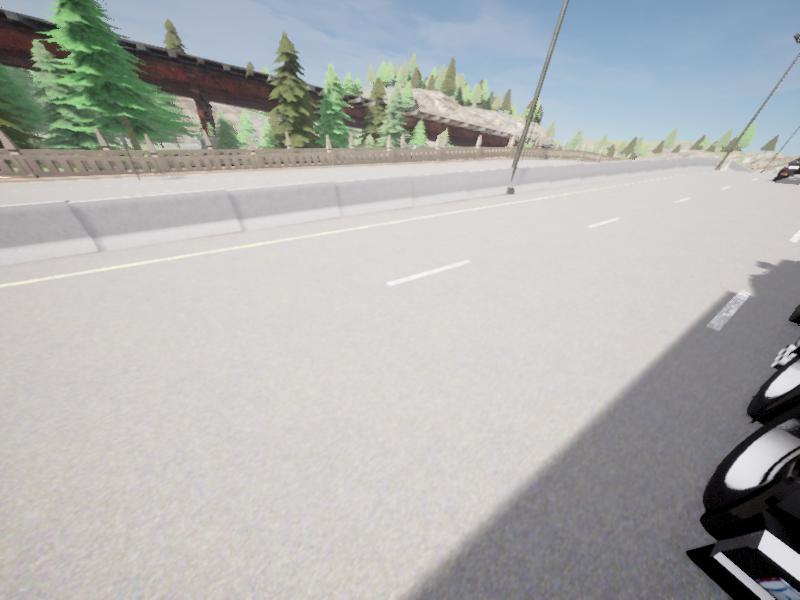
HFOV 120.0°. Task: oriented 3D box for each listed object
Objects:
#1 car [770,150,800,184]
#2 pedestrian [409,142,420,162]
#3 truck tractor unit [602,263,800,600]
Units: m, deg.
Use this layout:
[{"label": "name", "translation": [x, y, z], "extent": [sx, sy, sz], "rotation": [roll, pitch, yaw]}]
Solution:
[{"label": "car", "translation": [28.226, -9.163, 15.809], "extent": [4.605, 1.855, 1.932], "rotation": [-18, 39, -24]}, {"label": "pedestrian", "translation": [1.695, -17.114, 26.697], "extent": [0.751, 1.860, 0.751], "rotation": [-12, 36, -28]}, {"label": "truck tractor unit", "translation": [5.110, -0.301, 0.784], "extent": [6.516, 4.208, 3.053], "rotation": [-18, 39, -24]}]
